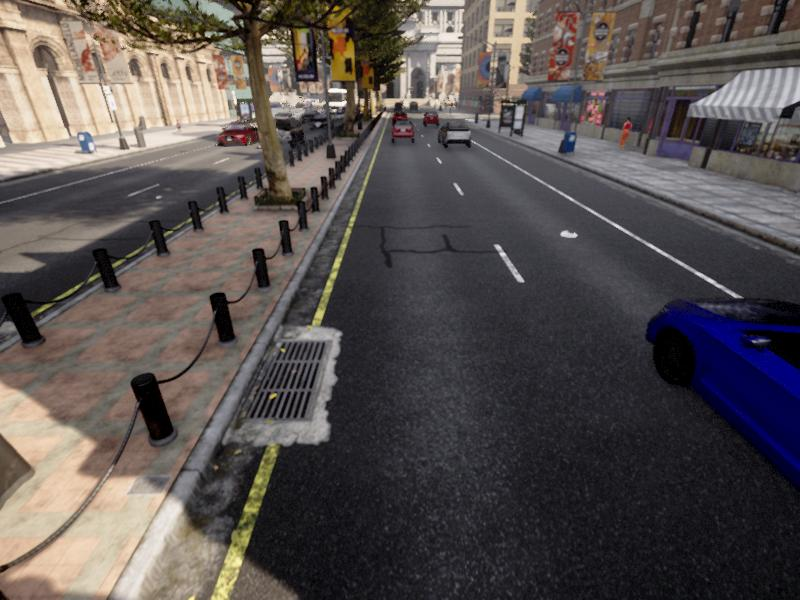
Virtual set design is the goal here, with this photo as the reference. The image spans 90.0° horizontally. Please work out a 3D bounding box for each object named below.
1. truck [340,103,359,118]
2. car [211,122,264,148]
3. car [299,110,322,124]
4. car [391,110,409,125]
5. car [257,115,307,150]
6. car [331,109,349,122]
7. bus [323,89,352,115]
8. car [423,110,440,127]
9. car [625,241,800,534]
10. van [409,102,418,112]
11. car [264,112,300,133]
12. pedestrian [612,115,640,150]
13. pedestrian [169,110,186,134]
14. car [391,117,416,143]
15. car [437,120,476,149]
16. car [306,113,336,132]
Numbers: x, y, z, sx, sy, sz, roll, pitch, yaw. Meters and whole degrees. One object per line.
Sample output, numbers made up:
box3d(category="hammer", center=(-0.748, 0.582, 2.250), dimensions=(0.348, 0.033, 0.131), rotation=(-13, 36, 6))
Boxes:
box3d(category="truck", center=(-8.149, -31.155, 65.593), dimensions=(2.390, 2.098, 6.274), rotation=(0, 27, 0))
box3d(category="car", center=(-11.255, -11.615, 28.032), dimensions=(1.994, 1.385, 4.181), rotation=(0, 27, -1))
box3d(category="car", center=(-11.486, -23.707, 51.643), dimensions=(1.837, 1.490, 4.892), rotation=(0, 27, 0))
box3d(category="car", center=(0.003, -22.122, 48.464), dimensions=(2.007, 1.525, 4.514), rotation=(0, 27, 0))
box3d(category="car", center=(-7.746, -11.244, 26.739), dimensions=(1.932, 1.855, 4.605), rotation=(0, 27, -1))
box3d(category="car", center=(-7.993, -24.905, 53.947), dimensions=(1.845, 1.501, 3.633), rotation=(0, 27, 0))
box3d(category="bus", center=(-11.622, -37.526, 75.740), dimensions=(3.944, 4.253, 10.273), rotation=(0, 27, 0))
box3d(category="car", center=(3.636, -21.055, 46.327), dimensions=(1.789, 1.549, 3.705), rotation=(1, 27, 3))
box3d(category="car", center=(4.017, 0.899, 3.307), dimensions=(1.816, 1.474, 4.193), rotation=(0, 27, 0))
box3d(category="van", center=(3.048, -42.769, 88.493), dimensions=(1.775, 1.987, 4.442), rotation=(0, 27, 0))
box3d(category="car", center=(-11.367, -17.352, 39.013), dimensions=(2.033, 1.649, 4.856), rotation=(0, 27, 0))
box3d(category="pedestrian", center=(13.370, -9.915, 23.706), dimensions=(0.751, 1.860, 0.751), rotation=(-2, 27, -3))
box3d(category="pedestrian", center=(-19.003, -15.226, 34.210), dimensions=(0.751, 1.860, 0.751), rotation=(-8, 28, -15))
box3d(category="car", center=(0.213, -12.934, 30.387), dimensions=(1.789, 1.549, 3.705), rotation=(0, 27, 0))
box3d(category="car", center=(3.744, -11.448, 27.496), dimensions=(2.007, 1.525, 4.514), rotation=(0, 27, 0))
box3d(category="car", center=(-7.883, -17.969, 40.348), dimensions=(2.128, 1.511, 4.902), rotation=(0, 27, 0))
